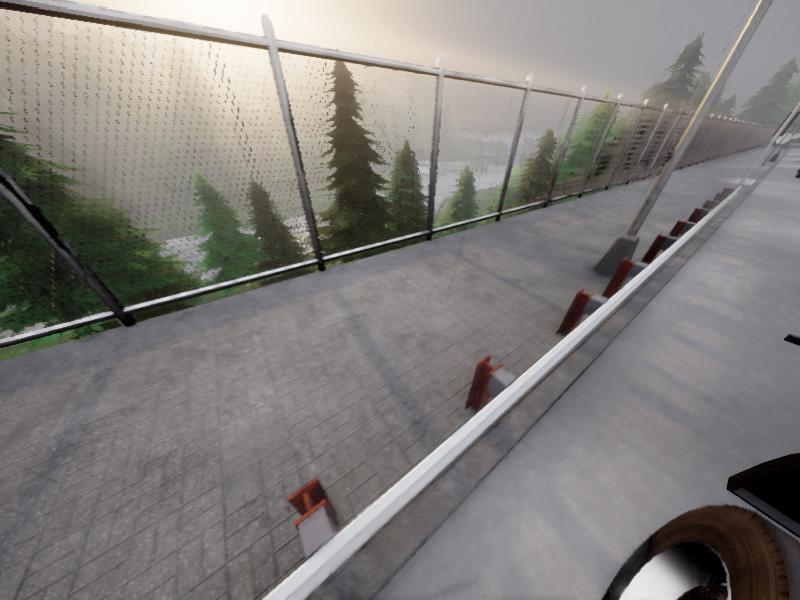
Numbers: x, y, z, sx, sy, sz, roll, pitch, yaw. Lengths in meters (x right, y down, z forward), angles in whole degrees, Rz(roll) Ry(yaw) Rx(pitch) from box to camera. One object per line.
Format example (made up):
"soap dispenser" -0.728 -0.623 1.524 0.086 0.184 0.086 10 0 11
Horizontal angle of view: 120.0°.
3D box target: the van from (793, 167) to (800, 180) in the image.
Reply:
"van" 26.915 -8.900 14.023 5.915 2.561 1.988 -22 41 -28

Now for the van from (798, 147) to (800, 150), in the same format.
"van" 73.043 -27.719 40.194 5.915 2.561 1.988 -16 37 -20
